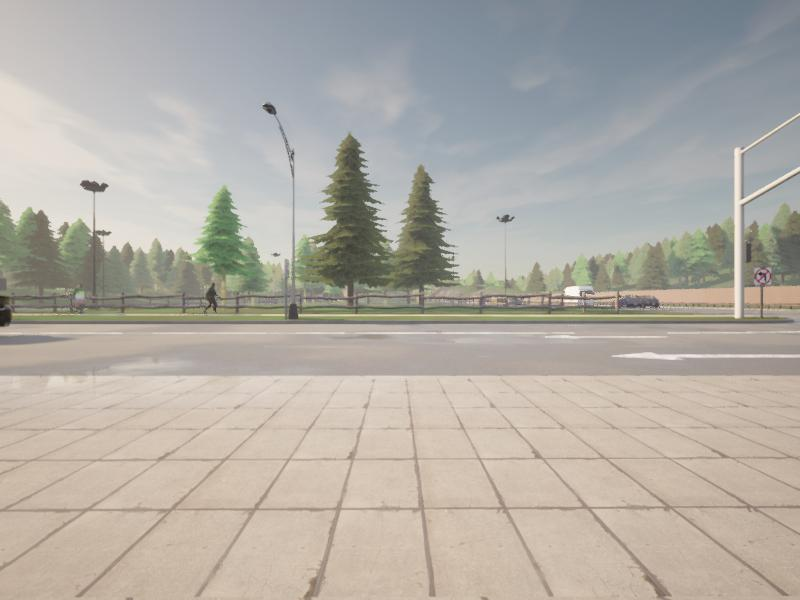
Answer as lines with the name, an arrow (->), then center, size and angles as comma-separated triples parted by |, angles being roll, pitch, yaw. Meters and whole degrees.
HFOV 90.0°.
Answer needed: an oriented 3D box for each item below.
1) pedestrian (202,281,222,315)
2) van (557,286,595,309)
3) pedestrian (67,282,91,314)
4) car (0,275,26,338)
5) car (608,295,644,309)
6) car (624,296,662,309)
pedestrian -> -10.569, -0.115, 22.495 | 0.751, 1.860, 0.751 | 0, 0, 4
van -> 21.289, -0.279, 48.658 | 1.988, 2.561, 5.915 | 0, 0, -1
pedestrian -> -18.533, -0.114, 23.092 | 0.751, 1.860, 0.751 | 0, 0, 3
car -> -13.033, 0.172, 10.176 | 5.238, 1.638, 1.930 | 0, 0, 0
car -> 24.844, 0.224, 44.054 | 1.845, 1.501, 3.633 | 0, 0, -1
car -> 28.311, 0.253, 46.775 | 1.816, 1.474, 4.193 | 0, 0, -1
